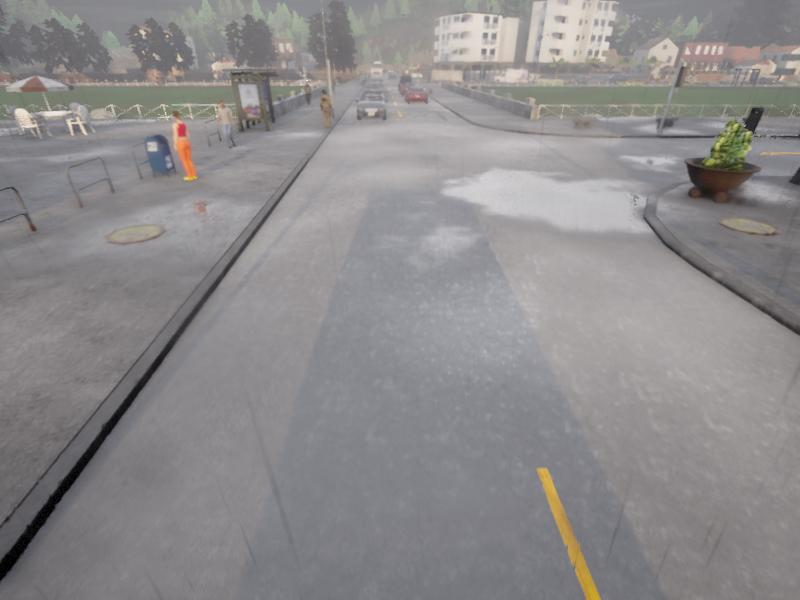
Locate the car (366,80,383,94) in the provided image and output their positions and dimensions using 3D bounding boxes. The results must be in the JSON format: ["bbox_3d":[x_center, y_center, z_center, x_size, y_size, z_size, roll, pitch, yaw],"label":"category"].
[{"bbox_3d":[-3.172,-27.068,50.768,2.033,1.411,5.357,-1,30,-2],"label":"car"}]

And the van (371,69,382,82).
[{"bbox_3d":[-4.963,-47.952,85.366,2.351,2.431,6.366,-1,30,-2],"label":"van"}]

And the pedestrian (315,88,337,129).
[{"bbox_3d":[-3.857,-9.980,20.894,0.751,1.860,0.751,8,31,13],"label":"pedestrian"}]

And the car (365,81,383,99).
[{"bbox_3d":[-2.776,-22.769,43.341,1.837,1.490,4.892,-1,30,-2],"label":"car"}]

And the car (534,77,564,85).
[{"bbox_3d":[27.792,-40.985,74.794,4.718,1.301,1.895,-1,30,-2],"label":"car"}]

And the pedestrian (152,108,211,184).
[{"bbox_3d":[-6.087,-4.324,11.230,0.751,1.860,0.751,14,33,22],"label":"pedestrian"}]

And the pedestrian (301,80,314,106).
[{"bbox_3d":[-7.486,-16.814,32.533,0.751,1.860,0.751,-1,30,-2],"label":"pedestrian"}]

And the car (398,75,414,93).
[{"bbox_3d":[0.733,-28.585,52.887,1.905,1.878,3.866,-1,30,-2],"label":"car"}]

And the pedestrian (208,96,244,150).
[{"bbox_3d":[-6.818,-6.967,15.737,0.751,1.860,0.751,0,30,-1],"label":"pedestrian"}]

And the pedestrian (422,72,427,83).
[{"bbox_3d":[4.837,-43.843,78.705,0.751,1.860,0.751,-19,36,-29],"label":"pedestrian"}]

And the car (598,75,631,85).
[{"bbox_3d":[40.202,-41.372,75.202,4.856,1.649,2.033,-1,30,-2],"label":"car"}]

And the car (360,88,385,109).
[{"bbox_3d":[-2.288,-17.155,33.958,1.895,1.301,4.718,-1,30,-2],"label":"car"}]

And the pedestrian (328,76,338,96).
[{"bbox_3d":[-7.187,-23.057,43.187,0.751,1.860,0.751,5,31,8],"label":"pedestrian"}]

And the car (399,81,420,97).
[{"bbox_3d":[1.067,-24.750,46.864,1.994,1.385,4.181,-2,30,-4],"label":"car"}]

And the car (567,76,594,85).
[{"bbox_3d":[33.825,-41.180,74.984,3.806,1.475,1.970,-1,30,-2],"label":"car"}]

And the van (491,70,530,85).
[{"bbox_3d":[20.393,-41.329,74.218,6.366,2.431,2.351,-1,30,-2],"label":"van"}]

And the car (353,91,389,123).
[{"bbox_3d":[-1.852,-12.748,26.229,2.128,1.511,4.902,-1,30,-2],"label":"car"}]

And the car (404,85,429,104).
[{"bbox_3d":[1.517,-19.459,37.838,1.994,1.385,4.181,-1,30,-2],"label":"car"}]
